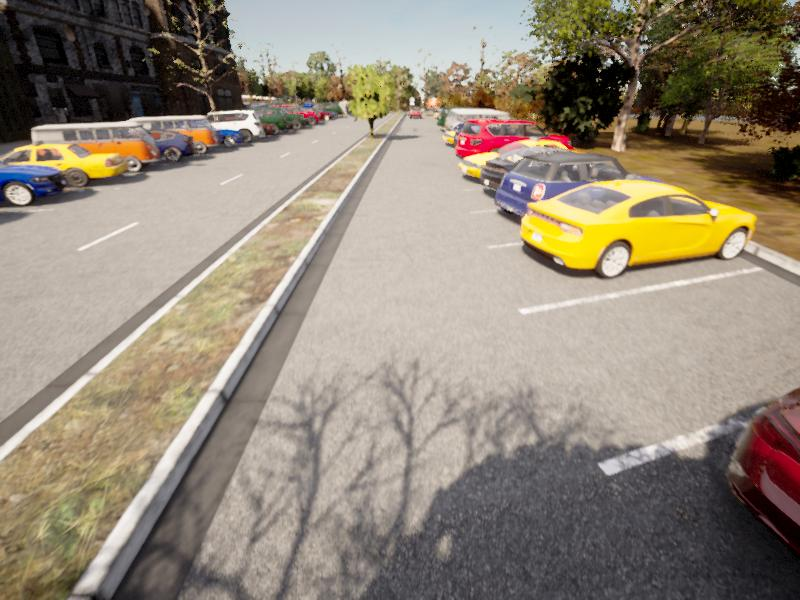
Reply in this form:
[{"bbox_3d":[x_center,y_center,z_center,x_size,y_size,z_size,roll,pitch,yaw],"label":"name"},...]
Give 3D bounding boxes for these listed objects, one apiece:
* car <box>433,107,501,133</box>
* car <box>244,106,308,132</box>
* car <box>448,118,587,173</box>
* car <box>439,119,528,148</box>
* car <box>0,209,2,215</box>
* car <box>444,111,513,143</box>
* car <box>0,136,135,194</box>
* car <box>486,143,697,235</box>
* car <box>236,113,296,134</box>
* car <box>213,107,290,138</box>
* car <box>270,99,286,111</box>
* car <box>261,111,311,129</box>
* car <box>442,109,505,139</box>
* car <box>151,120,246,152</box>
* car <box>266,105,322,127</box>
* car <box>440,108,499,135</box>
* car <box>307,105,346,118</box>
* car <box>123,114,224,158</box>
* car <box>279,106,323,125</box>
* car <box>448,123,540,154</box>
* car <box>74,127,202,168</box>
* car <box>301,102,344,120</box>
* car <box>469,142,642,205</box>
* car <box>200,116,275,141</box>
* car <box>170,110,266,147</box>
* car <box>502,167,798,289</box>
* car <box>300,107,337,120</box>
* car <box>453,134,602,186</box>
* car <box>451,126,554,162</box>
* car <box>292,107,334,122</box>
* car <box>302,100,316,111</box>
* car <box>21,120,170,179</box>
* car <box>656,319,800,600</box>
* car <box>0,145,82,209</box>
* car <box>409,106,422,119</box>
[{"bbox_3d":[6.187,-16.803,37.186,5.566,2.045,2.435,-8,28,-16],"label":"car"},{"bbox_3d":[-11.950,-17.572,38.697,5.566,2.045,2.435,-9,28,-15],"label":"car"},{"bbox_3d":[5.347,-7.306,18.662,5.566,2.045,2.435,-8,28,-16],"label":"car"},{"bbox_3d":[5.498,-11.124,26.649,5.366,1.575,1.946,-8,29,-16],"label":"car"},{"bbox_3d":[-13.243,-2.256,9.360,4.892,1.521,2.231,-9,29,-16],"label":"car"},{"bbox_3d":[5.690,-12.687,29.211,4.442,1.987,1.878,-8,29,-16],"label":"car"},{"bbox_3d":[-13.240,-4.977,14.670,5.366,1.575,1.946,-9,28,-16],"label":"car"},{"bbox_3d":[4.990,-3.122,10.778,4.553,1.767,2.185,-8,28,-16],"label":"car"},{"bbox_3d":[-12.068,-15.952,36.150,4.792,1.488,2.163,-9,28,-15],"label":"car"},{"bbox_3d":[-12.249,-14.820,33.327,5.566,2.045,2.435,-9,28,-15],"label":"car"},{"bbox_3d":[-22.909,-36.623,75.174,2.435,2.045,5.566,-7,27,-15],"label":"car"},{"bbox_3d":[-11.820,-18.691,41.496,4.792,1.488,2.163,-9,28,-15],"label":"car"},{"bbox_3d":[5.809,-14.045,31.860,4.442,1.987,1.878,-8,29,-16],"label":"car"},{"bbox_3d":[-12.596,-10.495,25.439,5.008,1.535,2.097,-9,28,-15],"label":"car"},{"bbox_3d":[-11.698,-20.313,44.045,5.566,2.045,2.435,-9,28,-15],"label":"car"},{"bbox_3d":[5.928,-15.402,34.507,4.442,1.987,1.878,-8,29,-16],"label":"car"},{"bbox_3d":[-11.086,-28.325,60.171,5.366,1.575,1.946,-9,29,-15],"label":"car"},{"bbox_3d":[-12.610,-9.344,22.695,4.442,1.987,1.878,-9,28,-15],"label":"car"},{"bbox_3d":[-11.559,-21.566,46.766,4.553,1.767,2.185,-9,28,-15],"label":"car"},{"bbox_3d":[5.582,-9.769,24.082,4.792,1.488,2.163,-8,28,-16],"label":"car"},{"bbox_3d":[-12.865,-7.719,20.088,4.792,1.488,2.163,-9,28,-15],"label":"car"},{"bbox_3d":[-11.074,-27.176,57.413,5.566,2.045,2.435,-9,29,-15],"label":"car"},{"bbox_3d":[5.102,-4.367,13.483,4.892,1.521,2.231,-8,28,-16],"label":"car"},{"bbox_3d":[-12.348,-13.234,30.783,5.008,1.535,2.097,-9,28,-15],"label":"car"},{"bbox_3d":[-12.497,-12.081,27.985,5.566,2.045,2.435,-9,28,-15],"label":"car"},{"bbox_3d":[4.933,-1.661,8.205,5.008,1.535,2.097,-8,28,-17],"label":"car"},{"bbox_3d":[-11.183,-25.542,54.881,4.674,1.452,2.002,-9,28,-15],"label":"car"},{"bbox_3d":[5.034,-5.698,16.066,5.366,1.575,1.946,-8,29,-16],"label":"car"},{"bbox_3d":[5.409,-8.401,21.414,4.792,1.488,2.163,-8,29,-16],"label":"car"},{"bbox_3d":[-11.324,-24.197,52.175,5.008,1.535,2.097,-9,28,-15],"label":"car"},{"bbox_3d":[-20.571,-43.872,90.436,2.435,2.045,5.566,-7,26,-15],"label":"car"},{"bbox_3d":[-12.848,-6.599,17.338,4.442,1.987,1.878,-9,28,-16],"label":"car"},{"bbox_3d":[4.865,1.063,2.959,4.792,1.488,2.163,-8,28,-17],"label":"car"},{"bbox_3d":[-13.176,-3.633,12.046,5.008,1.535,2.097,-9,28,-16],"label":"car"},{"bbox_3d":[2.306,-27.314,58.159,1.851,1.617,3.988,1,27,2],"label":"car"}]
